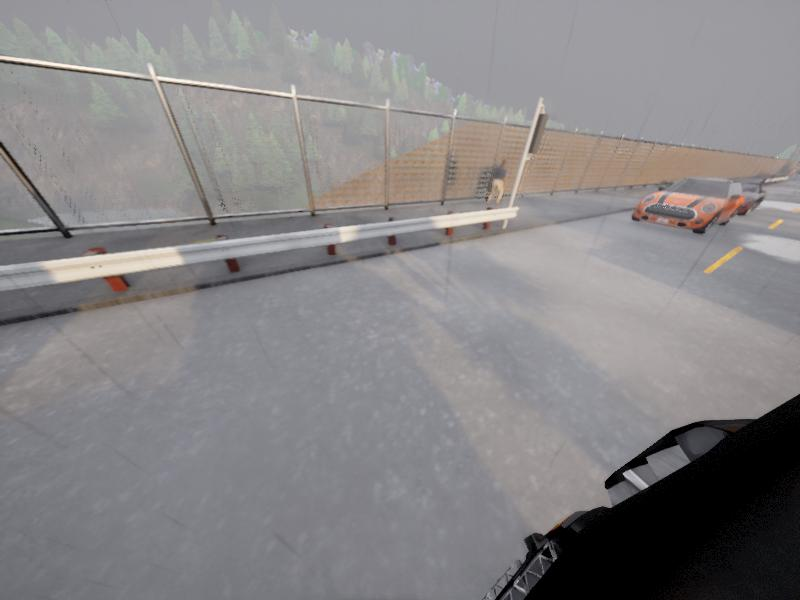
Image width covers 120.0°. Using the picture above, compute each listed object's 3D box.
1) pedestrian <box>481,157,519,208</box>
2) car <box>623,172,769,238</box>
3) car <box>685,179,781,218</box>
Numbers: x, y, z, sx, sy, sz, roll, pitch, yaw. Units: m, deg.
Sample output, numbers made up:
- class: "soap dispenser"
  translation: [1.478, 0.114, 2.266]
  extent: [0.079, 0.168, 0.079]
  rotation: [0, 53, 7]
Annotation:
- class: "pedestrian"
  translation: [4.254, -5.032, 9.919]
  extent: [0.751, 1.860, 0.751]
  rotation: [-18, 39, -29]
- class: "car"
  translation: [11.544, -3.921, 9.073]
  extent: [4.553, 1.767, 2.097]
  rotation: [-16, 38, -26]
- class: "car"
  translation: [17.864, -5.579, 12.418]
  extent: [4.181, 1.385, 1.994]
  rotation: [-16, 38, -26]
